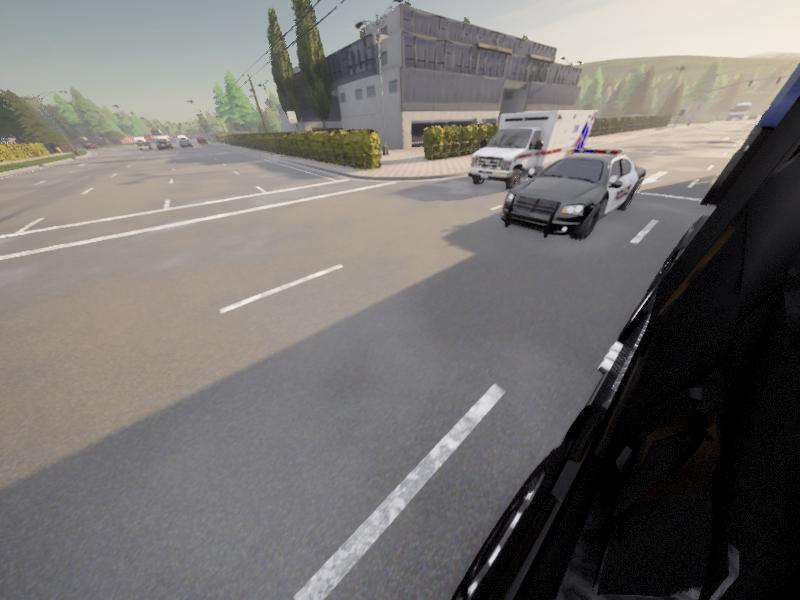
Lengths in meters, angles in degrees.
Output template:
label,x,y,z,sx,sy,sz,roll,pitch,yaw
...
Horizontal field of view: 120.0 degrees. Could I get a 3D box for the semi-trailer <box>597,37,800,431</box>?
label,x,y,z,sx,sy,sz,roll,pitch,yaw
semi-trailer,8.744,-3.567,4.192,14.254,4.402,2.717,-28,44,-29

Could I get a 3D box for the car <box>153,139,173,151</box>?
label,x,y,z,sx,sy,sz,roll,pitch,yaw
car,-46.892,-30.782,45.803,2.242,1.667,4.611,-26,43,-28

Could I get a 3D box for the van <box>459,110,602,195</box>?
label,x,y,z,sx,sy,sz,roll,pitch,yaw
van,5.743,-6.672,10.135,6.366,2.431,2.351,-27,43,-29

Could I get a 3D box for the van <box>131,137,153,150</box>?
label,x,y,z,sx,sy,sz,roll,pitch,yaw
van,-53.763,-32.677,48.290,2.069,2.038,4.480,-26,43,-28

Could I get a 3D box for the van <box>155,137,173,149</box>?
label,x,y,z,sx,sy,sz,roll,pitch,yaw
van,-51.827,-34.661,50.814,2.069,2.038,4.480,-26,43,-28

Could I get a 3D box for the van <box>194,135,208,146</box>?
label,x,y,z,sx,sy,sz,roll,pitch,yaw
van,-49.584,-39.831,57.584,1.775,1.987,4.442,-26,43,-28

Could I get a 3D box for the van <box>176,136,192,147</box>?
label,x,y,z,sx,sy,sz,roll,pitch,yaw
van,-50.687,-37.241,54.172,2.069,2.038,4.480,-26,43,-28

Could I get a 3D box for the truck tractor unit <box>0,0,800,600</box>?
label,x,y,z,sx,sy,sz,roll,pitch,yaw
truck tractor unit,2.645,-0.295,0.351,6.516,4.208,3.053,-28,44,-30

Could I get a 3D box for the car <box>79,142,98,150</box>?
label,x,y,z,sx,sy,sz,roll,pitch,yaw
car,-80.905,-39.970,59.975,4.674,1.442,1.812,18,42,25

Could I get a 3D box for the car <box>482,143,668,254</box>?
label,x,y,z,sx,sy,sz,roll,pitch,yaw
car,4.655,-3.004,6.076,4.974,1.542,2.038,-28,44,-29

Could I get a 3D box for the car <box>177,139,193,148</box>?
label,x,y,z,sx,sy,sz,roll,pitch,yaw
car,-46.118,-33.578,49.592,1.994,1.385,4.181,-26,43,-28
